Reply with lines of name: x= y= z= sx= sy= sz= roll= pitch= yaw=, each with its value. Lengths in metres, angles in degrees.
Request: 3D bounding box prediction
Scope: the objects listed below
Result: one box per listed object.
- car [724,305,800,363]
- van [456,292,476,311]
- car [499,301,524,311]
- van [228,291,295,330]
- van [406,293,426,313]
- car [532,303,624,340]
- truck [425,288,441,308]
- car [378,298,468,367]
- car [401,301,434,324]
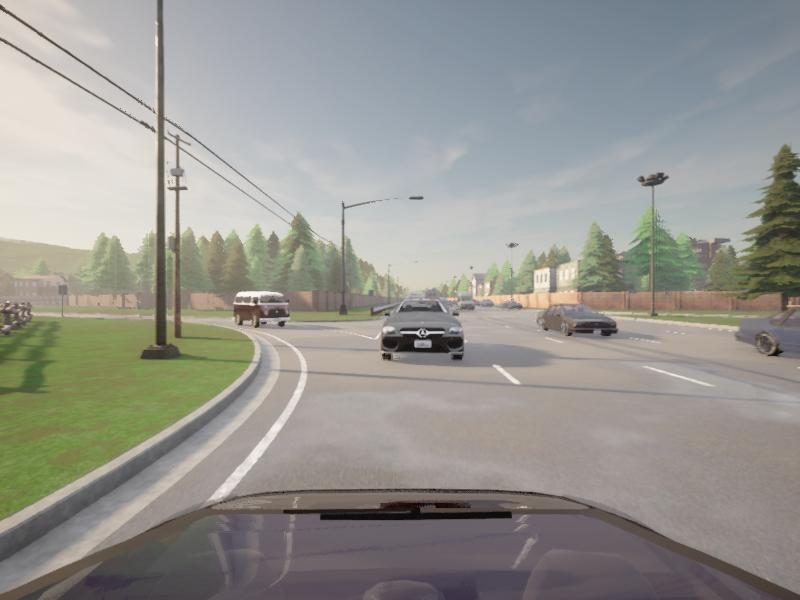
car: x=11.064 y=0.880 z=9.815 sx=2.033 sy=1.411 sz=5.357 roll=0 pitch=0 yaw=2
van: x=9.261 y=0.252 z=56.493 sx=1.988 sy=2.561 sz=5.915 roll=0 pitch=0 yaw=2
car: x=16.884 y=0.818 z=60.698 sx=2.033 sy=1.411 sz=5.357 roll=0 pitch=0 yaw=-4
van: x=-8.213 y=0.543 z=23.446 sx=2.069 sy=2.038 sz=4.480 roll=0 pitch=0 yaw=-43
van: x=2.059 y=0.316 z=51.024 sx=2.351 sy=2.431 sz=6.366 roll=0 pitch=0 yaw=2
car: x=7.874 y=0.870 z=18.415 sx=2.033 sy=1.411 sz=5.357 roll=0 pitch=0 yaw=2
truck: x=6.721 y=-0.426 z=82.963 sx=2.891 sy=3.827 sz=8.468 roll=0 pitch=0 yaw=2
car: x=0.642 y=0.765 z=12.124 sx=2.152 sy=1.651 sz=5.027 roll=0 pitch=0 yaw=2
car: x=1.239 y=0.816 z=28.528 sx=2.163 sy=1.488 sz=4.792 roll=0 pitch=0 yaw=2
